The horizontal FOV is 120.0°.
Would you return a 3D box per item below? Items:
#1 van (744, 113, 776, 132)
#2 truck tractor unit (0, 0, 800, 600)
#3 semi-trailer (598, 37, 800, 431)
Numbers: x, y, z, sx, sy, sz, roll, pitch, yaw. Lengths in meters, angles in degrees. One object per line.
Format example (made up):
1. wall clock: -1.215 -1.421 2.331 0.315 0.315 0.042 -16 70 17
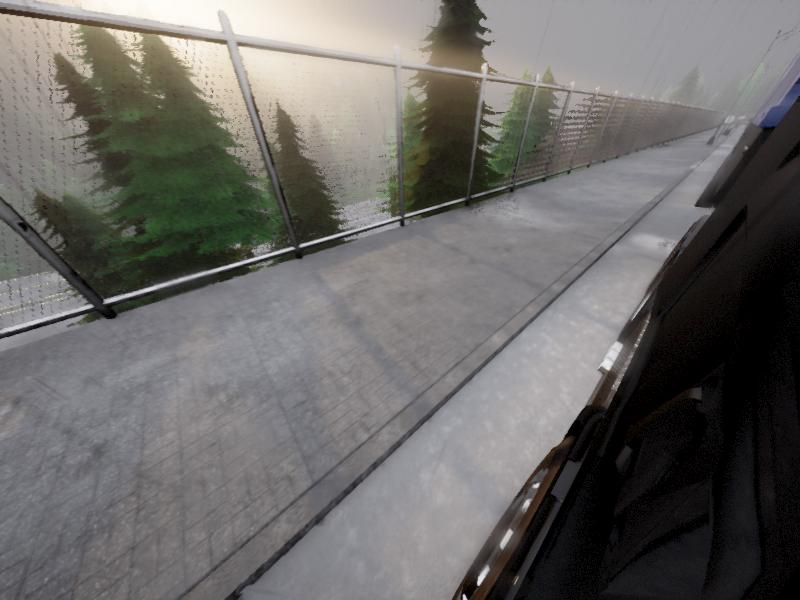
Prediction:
1. van: 64.610 -31.982 41.561 5.915 2.561 1.988 -28 43 -30
2. truck tractor unit: 2.645 -0.295 0.352 6.516 4.208 3.053 -28 44 -30
3. semi-trailer: 8.702 -3.563 4.282 14.254 4.402 2.717 -28 43 -30
